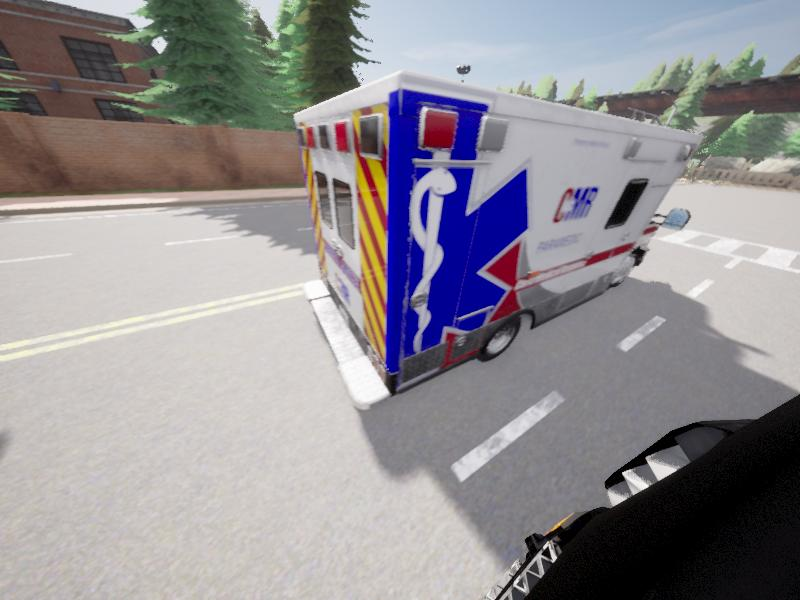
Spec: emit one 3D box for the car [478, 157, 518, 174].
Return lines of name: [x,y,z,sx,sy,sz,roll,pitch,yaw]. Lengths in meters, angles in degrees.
car: [11.781,-16.319,28.032,1.970,1.475,3.806,-16,38,-25]

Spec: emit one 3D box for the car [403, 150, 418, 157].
car: [2.845,-40.813,64.325,1.895,1.301,4.718,-16,38,-26]

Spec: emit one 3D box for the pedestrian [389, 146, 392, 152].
pedestrian: [-3.612,-54.832,84.070,0.751,1.860,0.751,-19,40,-30]

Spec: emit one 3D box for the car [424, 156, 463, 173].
car: [4.861,-15.412,26.243,1.994,1.385,4.181,-16,38,-26]

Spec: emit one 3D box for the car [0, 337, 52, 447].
car: [-5.098,1.106,0.205,4.605,1.855,1.932,-16,38,-26]

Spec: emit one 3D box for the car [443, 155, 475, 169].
car: [8.266,-19.565,32.742,1.994,1.385,4.181,-17,39,-28]

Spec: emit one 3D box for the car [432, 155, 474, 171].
car: [6.604,-17.574,29.601,2.033,1.411,5.357,-16,38,-26]

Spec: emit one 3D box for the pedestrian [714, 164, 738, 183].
pedestrian: [38.406,-14.898,27.253,0.751,1.860,0.751,-15,38,-25]

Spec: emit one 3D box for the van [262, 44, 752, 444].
van: [1.888,-1.116,3.579,6.366,2.431,2.351,-16,38,-26]

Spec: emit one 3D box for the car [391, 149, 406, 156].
car: [-0.453,-40.311,63.125,2.128,1.511,4.902,-16,38,-26]
